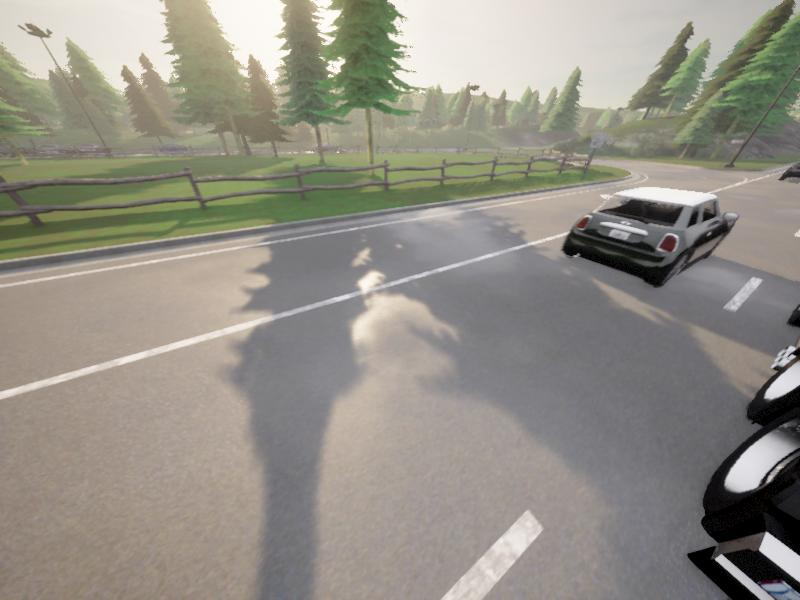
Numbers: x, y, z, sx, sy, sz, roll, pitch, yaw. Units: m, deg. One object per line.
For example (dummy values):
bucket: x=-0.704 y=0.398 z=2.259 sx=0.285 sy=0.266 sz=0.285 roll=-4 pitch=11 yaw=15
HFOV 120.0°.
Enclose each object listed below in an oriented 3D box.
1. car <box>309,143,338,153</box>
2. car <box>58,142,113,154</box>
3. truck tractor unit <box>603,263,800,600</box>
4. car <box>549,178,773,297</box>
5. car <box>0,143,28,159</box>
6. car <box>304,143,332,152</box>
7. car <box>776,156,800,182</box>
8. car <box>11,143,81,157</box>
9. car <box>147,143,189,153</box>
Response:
car: x=-15.257 y=-30.461 z=46.281 sx=5.027 sy=1.651 sz=2.152 roll=-18 pitch=39 yaw=-24
car: x=-52.345 y=-25.405 z=38.640 sx=4.974 sy=1.542 sz=2.038 roll=-18 pitch=39 yaw=-24
truck tractor unit: x=5.110 y=-0.298 z=0.795 sx=6.516 sy=4.208 sz=3.053 roll=-18 pitch=39 yaw=-24
car: x=5.726 y=-1.678 z=5.202 sx=3.806 sy=1.475 sz=1.970 roll=-18 pitch=39 yaw=-24
car: x=-51.808 y=-18.689 z=28.941 sx=4.856 sy=1.649 sz=2.033 roll=-18 pitch=39 yaw=-24
car: x=-18.305 y=-34.069 z=51.479 sx=5.366 sy=1.575 sz=1.801 roll=-18 pitch=39 yaw=-24
car: x=29.797 y=-9.492 z=16.710 sx=4.193 sy=1.474 sz=1.816 roll=-18 pitch=39 yaw=-24
car: x=-50.278 y=-21.444 z=33.009 sx=4.974 sy=1.542 sz=2.038 roll=-18 pitch=39 yaw=-24
car: x=-43.057 y=-28.378 z=43.060 sx=5.008 sy=1.535 sz=1.882 roll=-18 pitch=39 yaw=-24
